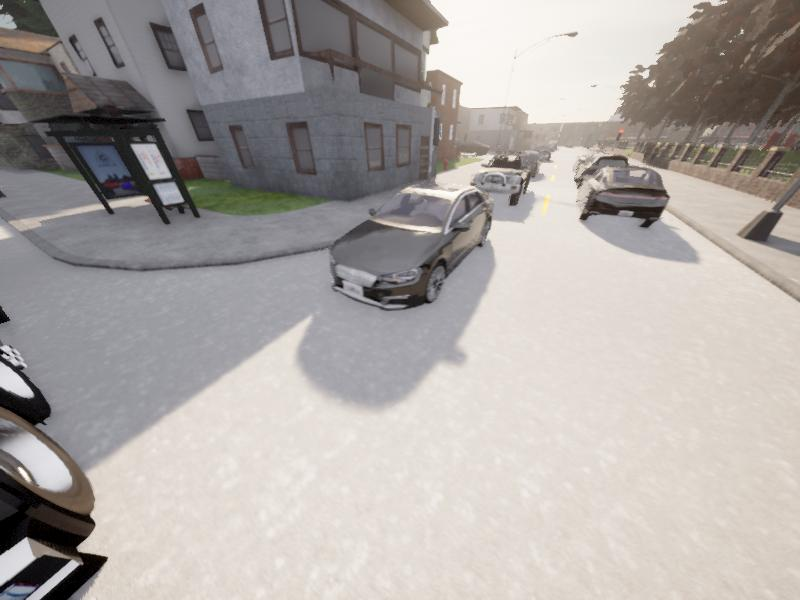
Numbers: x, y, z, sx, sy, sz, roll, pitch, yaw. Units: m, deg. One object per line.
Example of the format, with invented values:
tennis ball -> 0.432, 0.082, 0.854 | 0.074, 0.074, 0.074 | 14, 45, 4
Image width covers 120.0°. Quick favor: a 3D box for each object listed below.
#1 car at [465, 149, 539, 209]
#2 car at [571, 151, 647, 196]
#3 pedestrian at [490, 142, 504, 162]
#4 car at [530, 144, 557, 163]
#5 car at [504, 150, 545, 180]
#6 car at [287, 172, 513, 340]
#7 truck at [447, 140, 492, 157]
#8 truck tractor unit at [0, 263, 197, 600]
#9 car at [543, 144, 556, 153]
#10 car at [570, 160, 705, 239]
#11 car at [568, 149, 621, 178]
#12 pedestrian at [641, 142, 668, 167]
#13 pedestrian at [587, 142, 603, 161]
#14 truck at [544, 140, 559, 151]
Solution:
car -> 4.718, -5.651, 10.433 | 1.932, 1.855, 4.605 | 18, 38, 25
car -> 11.069, -7.138, 12.723 | 2.033, 1.649, 4.856 | 17, 38, 23
pedestrian -> 10.796, -16.473, 25.682 | 0.751, 1.860, 0.751 | -23, 41, -29
car -> 17.228, -17.860, 28.055 | 2.033, 1.649, 4.856 | 13, 38, 18
car -> 9.269, -10.051, 17.037 | 1.837, 1.490, 4.892 | 18, 39, 24
car -> 0.608, -1.575, 4.929 | 2.128, 1.511, 4.902 | 20, 40, 26
truck -> 10.920, -24.114, 36.676 | 6.274, 2.098, 2.390 | 18, 39, 24
truck tractor unit -> -5.109, -0.303, 0.780 | 6.516, 4.208, 3.053 | 18, 39, 24
car -> 32.514, -32.954, 50.140 | 1.812, 1.442, 4.674 | 18, 39, 24
car -> 7.534, -3.801, 8.066 | 2.128, 1.511, 4.902 | 18, 39, 25
car -> 14.553, -10.480, 17.594 | 2.128, 1.511, 4.902 | 16, 38, 22
pedestrian -> 22.755, -13.046, 20.677 | 0.751, 1.860, 0.751 | 17, 39, 24
pedestrian -> 22.732, -17.306, 26.974 | 0.751, 1.860, 0.751 | 15, 38, 20
truck -> 36.805, -37.490, 56.039 | 2.390, 2.098, 6.274 | 18, 39, 24
